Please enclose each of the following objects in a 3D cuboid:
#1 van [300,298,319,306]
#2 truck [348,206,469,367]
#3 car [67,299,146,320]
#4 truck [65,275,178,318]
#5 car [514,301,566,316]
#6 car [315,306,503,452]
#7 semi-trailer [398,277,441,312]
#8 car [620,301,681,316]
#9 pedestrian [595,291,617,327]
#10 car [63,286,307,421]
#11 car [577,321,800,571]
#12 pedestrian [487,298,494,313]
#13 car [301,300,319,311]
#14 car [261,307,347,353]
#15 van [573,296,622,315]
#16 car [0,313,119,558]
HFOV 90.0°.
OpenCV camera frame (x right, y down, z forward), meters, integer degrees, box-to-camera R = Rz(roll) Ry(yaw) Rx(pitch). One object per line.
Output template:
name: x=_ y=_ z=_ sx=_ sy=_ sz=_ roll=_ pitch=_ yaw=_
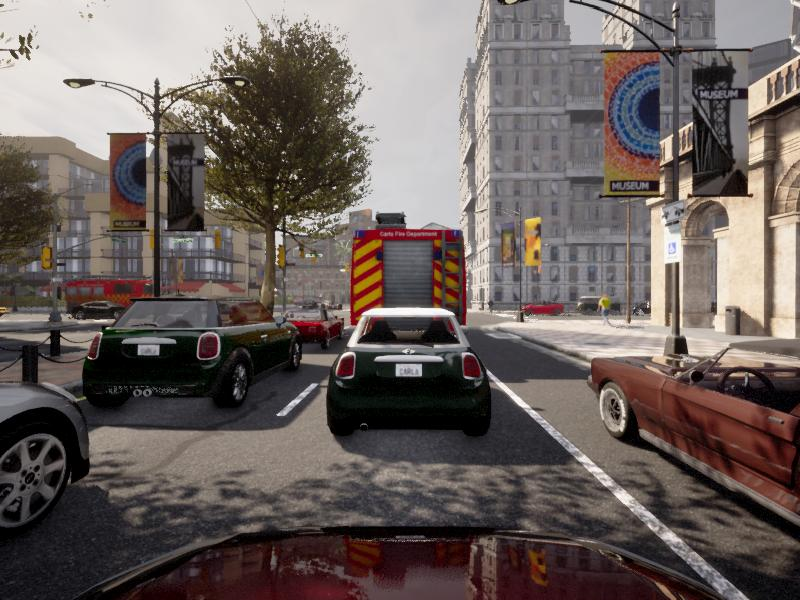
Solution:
van: x=-23.246 y=0.600 z=102.346 sx=4.442 sy=1.987 sz=1.775 roll=0 pitch=0 yaw=2
truck: x=0.274 y=-0.321 z=13.781 sx=2.891 sy=3.827 sz=8.468 roll=0 pitch=0 yaw=1
car: x=-24.406 y=0.771 z=33.389 sx=5.238 sy=1.638 sz=1.930 roll=0 pitch=0 yaw=1
truck: x=-25.524 y=-0.320 z=36.896 sx=8.468 sy=3.827 sz=2.891 roll=0 pitch=0 yaw=1
car: x=13.885 y=0.829 z=39.847 sx=4.514 sy=1.525 sz=2.007 roll=0 pitch=0 yaw=1
car: x=0.119 y=0.853 z=6.110 sx=1.970 sy=1.475 sz=3.806 roll=0 pitch=0 yaw=1
semi-trailer: x=2.402 y=-0.618 z=57.544 sx=2.717 sy=4.402 sz=14.254 roll=0 pitch=0 yaw=-12
car: x=24.787 y=0.844 z=39.687 sx=4.892 sy=1.490 sz=1.837 roll=0 pitch=0 yaw=1
pedestrian: x=10.883 y=0.485 z=21.161 sx=0.751 sy=1.860 sz=0.751 roll=0 pitch=0 yaw=2
car: x=-3.355 y=0.694 z=7.527 sx=2.097 sy=1.767 sz=4.553 roll=0 pitch=0 yaw=1
car: x=3.308 y=0.938 z=3.058 sx=1.895 sy=1.301 sz=4.718 roll=0 pitch=0 yaw=1
pedestrian: x=10.799 y=0.637 z=47.656 sx=0.751 sy=1.860 sz=0.751 roll=0 pitch=0 yaw=4
car: x=-13.798 y=0.815 z=61.323 sx=1.789 sy=1.549 sz=3.705 roll=0 pitch=0 yaw=1
car: x=-3.218 y=0.944 z=14.445 sx=1.895 sy=1.301 sz=4.718 roll=0 pitch=0 yaw=1
van: x=21.300 y=0.599 z=43.240 sx=4.442 sy=1.987 sz=1.775 roll=0 pitch=0 yaw=1
car: x=-3.473 y=0.853 z=1.600 sx=1.970 sy=1.475 sz=3.806 roll=0 pitch=0 yaw=1
